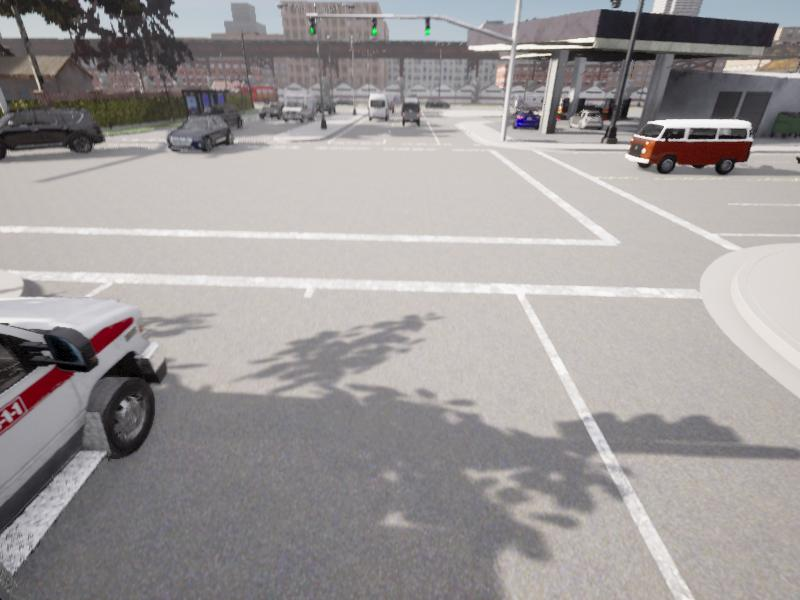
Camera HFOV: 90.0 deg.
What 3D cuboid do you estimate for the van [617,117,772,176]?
[{"bbox_3d":[12.153,-6.491,16.858,4.480,2.038,2.069,0,28,0],"label":"van"}]

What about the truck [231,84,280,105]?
[{"bbox_3d":[-29.521,-42.137,81.994,8.468,3.827,2.891,1,28,1],"label":"truck"}]

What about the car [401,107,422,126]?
[{"bbox_3d":[1.092,-17.685,38.507,1.845,1.501,3.633,1,28,1],"label":"car"}]

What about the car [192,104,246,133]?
[{"bbox_3d":[-14.095,-14.370,31.517,1.932,1.855,4.605,1,27,1],"label":"car"}]

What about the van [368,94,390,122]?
[{"bbox_3d":[-2.246,-21.200,44.049,1.988,2.561,5.915,1,28,1],"label":"van"}]

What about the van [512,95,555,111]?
[{"bbox_3d":[22.866,-33.921,68.895,6.366,2.431,2.351,1,28,1],"label":"van"}]

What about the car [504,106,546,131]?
[{"bbox_3d":[10.711,-15.850,34.801,2.242,1.667,4.611,1,28,1],"label":"car"}]

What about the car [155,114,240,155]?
[{"bbox_3d":[-10.838,-9.162,21.929,2.033,1.649,4.856,1,27,1],"label":"car"}]

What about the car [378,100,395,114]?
[{"bbox_3d":[-1.892,-28.231,58.436,2.152,1.651,5.027,1,28,1],"label":"car"}]

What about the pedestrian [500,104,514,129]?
[{"bbox_3d":[8.871,-15.240,33.273,0.751,1.860,0.751,1,28,1],"label":"pedestrian"}]

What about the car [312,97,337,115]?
[{"bbox_3d":[-10.014,-25.969,53.512,2.150,2.045,5.566,1,27,1],"label":"car"}]

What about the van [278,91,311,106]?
[{"bbox_3d":[-20.783,-39.775,79.013,5.915,2.561,1.988,1,28,1],"label":"van"}]

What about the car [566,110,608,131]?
[{"bbox_3d":[16.470,-15.953,35.459,1.970,1.475,3.806,1,28,1],"label":"car"}]

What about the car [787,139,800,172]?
[{"bbox_3d":[19.885,-6.053,16.980,4.718,1.301,1.895,1,28,0],"label":"car"}]

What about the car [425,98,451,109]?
[{"bbox_3d":[6.876,-35.592,72.456,4.553,1.767,2.097,1,28,1],"label":"car"}]

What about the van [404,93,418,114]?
[{"bbox_3d":[1.684,-29.649,60.226,1.988,2.561,5.915,1,28,1],"label":"van"}]

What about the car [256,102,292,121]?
[{"bbox_3d":[-13.765,-20.787,44.017,2.152,1.651,5.027,1,28,1],"label":"car"}]

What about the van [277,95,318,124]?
[{"bbox_3d":[-10.338,-19.571,40.901,2.351,2.431,6.366,1,28,1],"label":"van"}]

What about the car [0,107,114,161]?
[{"bbox_3d":[-17.593,-8.068,19.261,2.150,2.045,5.566,25,36,37],"label":"car"}]

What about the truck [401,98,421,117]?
[{"bbox_3d":[1.456,-25.329,52.459,2.390,2.098,6.274,1,27,1],"label":"truck"}]

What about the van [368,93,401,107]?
[{"bbox_3d":[-2.936,-39.340,78.699,6.366,2.431,2.351,1,28,1],"label":"van"}]

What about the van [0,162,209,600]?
[{"bbox_3d":[-3.400,1.393,1.113,2.351,2.431,6.366,1,28,1],"label":"van"}]
